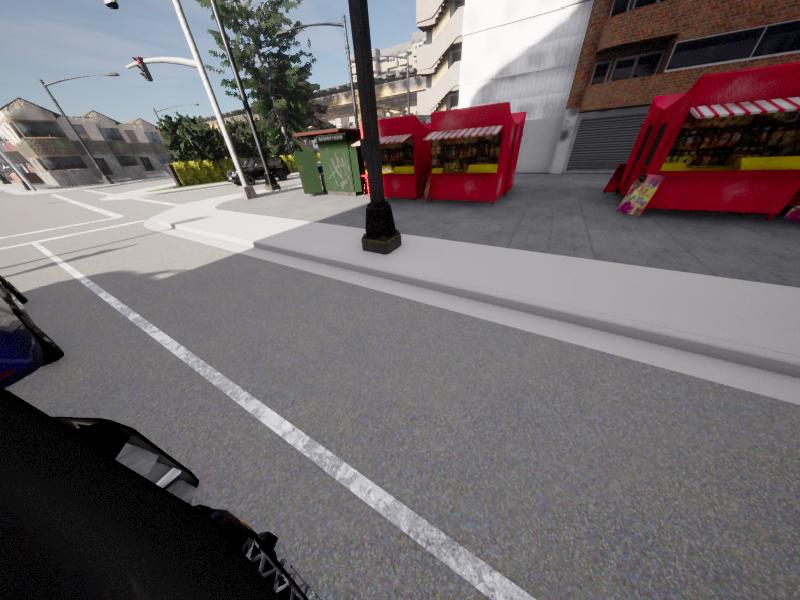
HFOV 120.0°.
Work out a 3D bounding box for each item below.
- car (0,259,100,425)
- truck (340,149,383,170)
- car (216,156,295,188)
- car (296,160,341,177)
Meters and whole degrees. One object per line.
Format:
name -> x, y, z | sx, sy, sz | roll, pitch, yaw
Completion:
car -> -6.373, 0.267, 2.730 | 4.792, 1.488, 2.163 | 15, 38, 26
truck -> -5.187, -19.703, 32.369 | 2.390, 2.098, 6.274 | 15, 38, 27
car -> -13.018, -11.962, 21.370 | 2.150, 2.045, 5.566 | 15, 38, 27
car -> -9.318, -15.288, 26.770 | 1.895, 1.301, 4.718 | 15, 38, 27
